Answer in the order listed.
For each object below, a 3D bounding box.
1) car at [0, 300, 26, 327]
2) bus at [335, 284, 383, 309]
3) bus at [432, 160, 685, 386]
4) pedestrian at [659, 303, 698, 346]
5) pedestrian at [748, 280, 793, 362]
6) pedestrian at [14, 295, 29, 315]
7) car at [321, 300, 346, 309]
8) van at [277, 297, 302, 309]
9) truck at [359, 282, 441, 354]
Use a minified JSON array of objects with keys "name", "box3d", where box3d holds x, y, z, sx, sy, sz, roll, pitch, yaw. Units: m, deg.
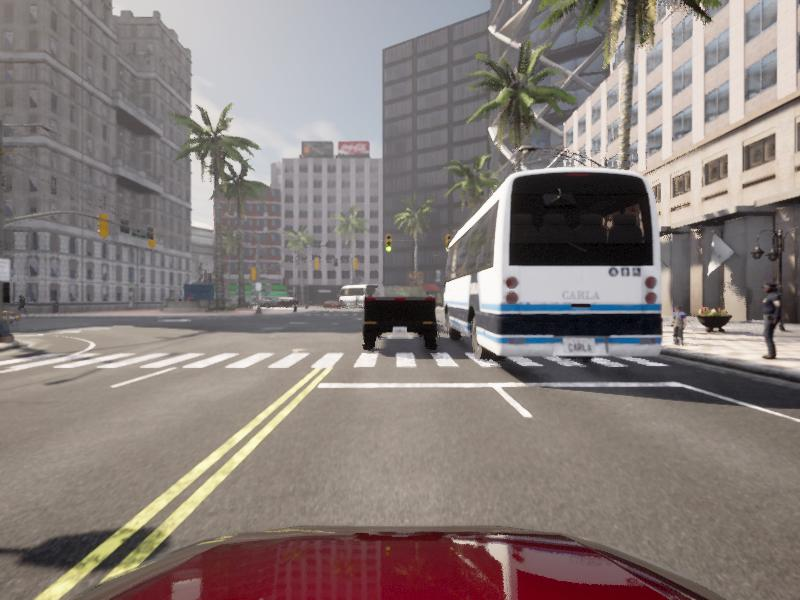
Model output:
[{"name":"car","box3d":[-26.401,0.790,24.458,5.366,1.575,1.801,0,0,0]},{"name":"bus","box3d":[-7.518,-0.567,71.669,3.944,4.253,10.273,1,0,-34]},{"name":"bus","box3d":[3.373,-0.537,12.647,3.944,4.253,10.273,0,0,0]},{"name":"pedestrian","box3d":[8.878,0.759,12.747,0.751,1.300,0.751,0,0,-26]},{"name":"pedestrian","box3d":[8.853,0.481,9.592,0.751,1.860,0.751,0,0,39]},{"name":"pedestrian","box3d":[-36.008,0.468,38.074,0.751,1.860,0.751,0,0,-3]},{"name":"car","box3d":[-11.857,0.820,71.522,2.163,1.488,4.792,0,0,-42]},{"name":"van","box3d":[-20.746,0.538,74.789,4.480,2.038,2.069,0,0,34]},{"name":"truck","box3d":[-0.001,0.536,14.794,2.390,2.098,6.274,0,0,0]}]
